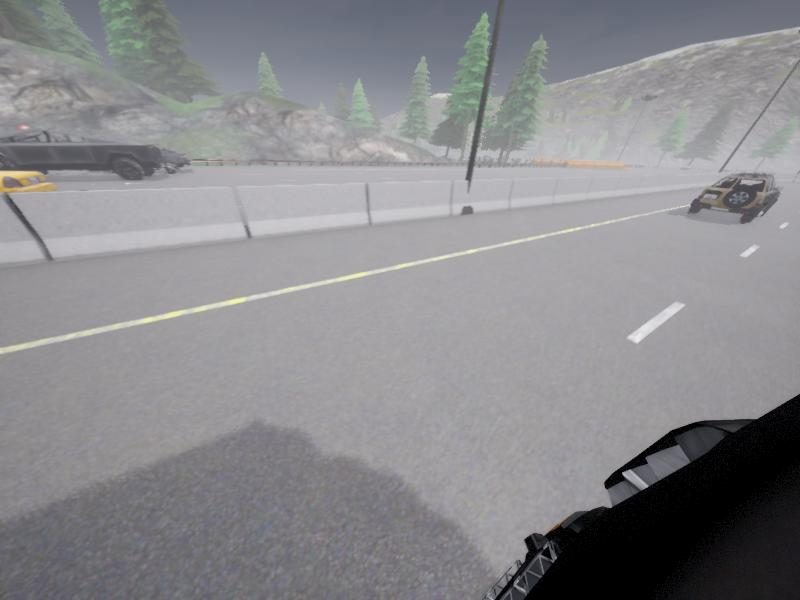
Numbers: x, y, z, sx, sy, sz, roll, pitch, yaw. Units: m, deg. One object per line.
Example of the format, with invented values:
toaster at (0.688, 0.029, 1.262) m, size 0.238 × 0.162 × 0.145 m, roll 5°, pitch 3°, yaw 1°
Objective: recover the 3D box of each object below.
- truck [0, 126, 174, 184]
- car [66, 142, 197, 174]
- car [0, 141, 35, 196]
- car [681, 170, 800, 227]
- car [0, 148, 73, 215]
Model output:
truck at (-15.987, -7.136, 11.443) m, size 6.274 × 2.098 × 2.390 m, roll -16°, pitch 38°, yaw -26°
car at (-16.483, -9.002, 14.719) m, size 4.902 × 1.511 × 2.128 m, roll -16°, pitch 38°, yaw -26°
car at (-16.684, -4.604, 7.795) m, size 3.866 × 1.878 × 1.905 m, roll -16°, pitch 38°, yaw -26°
car at (15.792, -4.872, 10.725) m, size 4.605 × 1.855 × 1.932 m, roll -16°, pitch 38°, yaw -26°
car at (-13.603, -3.109, 6.077) m, size 5.366 × 1.575 × 1.801 m, roll -16°, pitch 38°, yaw -26°
